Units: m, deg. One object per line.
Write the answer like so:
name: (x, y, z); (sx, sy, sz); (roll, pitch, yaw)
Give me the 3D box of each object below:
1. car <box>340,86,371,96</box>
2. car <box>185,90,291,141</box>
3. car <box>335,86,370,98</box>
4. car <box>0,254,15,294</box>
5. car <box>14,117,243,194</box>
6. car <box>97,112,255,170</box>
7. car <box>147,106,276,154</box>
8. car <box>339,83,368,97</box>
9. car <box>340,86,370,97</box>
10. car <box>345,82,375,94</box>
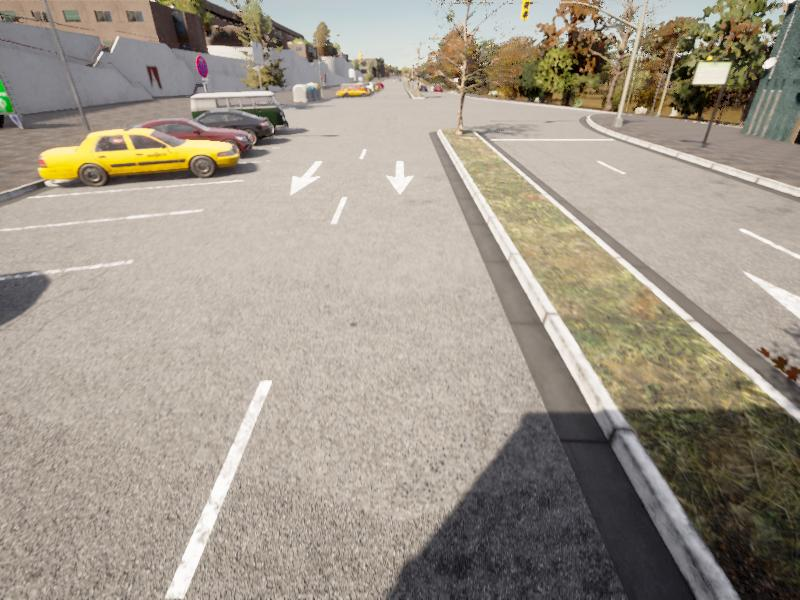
car: (-8.210, -38.534, 73.666); (5.366, 1.575, 1.946); (-11, 31, -17)
car: (-7.951, -9.275, 19.999); (4.442, 1.987, 1.878); (-11, 31, -17)
car: (-7.867, -34.282, 65.944); (5.366, 1.575, 1.946); (-11, 30, -17)
car: (-8.095, -0.168, 4.563); (4.553, 1.767, 2.185); (-11, 31, -17)
car: (-7.887, -4.598, 12.409); (5.366, 1.575, 1.946); (-11, 31, -17)
car: (-8.062, -6.025, 14.950); (4.674, 1.452, 2.002); (-11, 31, -17)
car: (-8.054, -7.522, 17.519); (4.674, 1.452, 2.002); (-11, 32, -17)
car: (-7.932, -35.905, 68.428); (4.442, 1.987, 1.878); (-11, 30, -17)
car: (-8.063, -37.093, 71.115); (4.792, 1.488, 2.163); (-11, 31, -17)
car: (-8.062, -43.089, 81.430); (5.566, 2.045, 2.435); (-11, 30, -17)
